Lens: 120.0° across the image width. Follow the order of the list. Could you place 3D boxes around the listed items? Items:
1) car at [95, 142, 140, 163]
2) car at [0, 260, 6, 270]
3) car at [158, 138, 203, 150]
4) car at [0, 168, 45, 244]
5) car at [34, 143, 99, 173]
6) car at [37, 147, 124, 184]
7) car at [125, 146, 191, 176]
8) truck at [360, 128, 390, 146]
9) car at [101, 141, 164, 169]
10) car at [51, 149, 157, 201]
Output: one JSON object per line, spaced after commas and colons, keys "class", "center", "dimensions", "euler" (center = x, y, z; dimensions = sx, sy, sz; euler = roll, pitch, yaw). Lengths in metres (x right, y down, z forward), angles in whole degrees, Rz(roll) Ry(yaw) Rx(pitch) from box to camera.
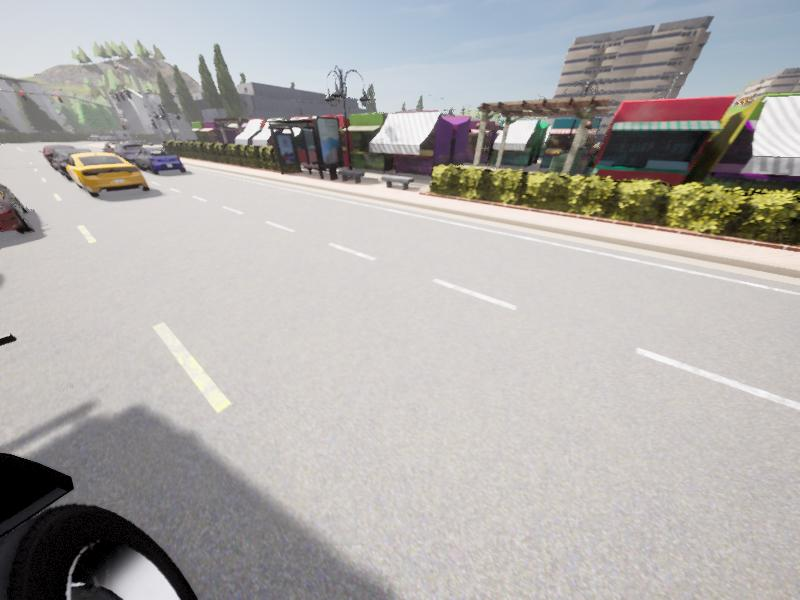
{"class": "car", "center": [-26.782, -14.051, 21.917], "dimensions": [3.633, 1.501, 1.845], "euler": [25, 42, 31]}
{"class": "car", "center": [-7.046, 0.160, 2.193], "dimensions": [1.801, 1.575, 5.366], "euler": [-25, 43, -33]}
{"class": "car", "center": [-37.149, -26.566, 39.295], "dimensions": [2.152, 1.651, 5.027], "euler": [25, 42, 31]}
{"class": "car", "center": [-11.944, -2.616, 6.094], "dimensions": [4.792, 1.488, 2.163], "euler": [23, 41, 28]}
{"class": "car", "center": [-24.662, -10.574, 17.048], "dimensions": [5.008, 1.535, 1.882], "euler": [23, 41, 28]}
{"class": "car", "center": [-19.120, -8.192, 13.831], "dimensions": [4.792, 1.488, 2.163], "euler": [23, 41, 28]}
{"class": "car", "center": [-16.676, -9.640, 15.915], "dimensions": [4.193, 1.474, 1.816], "euler": [23, 41, 28]}
{"class": "truck", "center": [-6.478, -43.715, 62.032], "dimensions": [2.891, 3.827, 8.468], "euler": [24, 42, 29]}
{"class": "car", "center": [-21.965, -11.962, 18.968], "dimensions": [4.856, 1.649, 2.033], "euler": [23, 41, 28]}
{"class": "car", "center": [-13.661, -5.905, 10.649], "dimensions": [5.008, 1.535, 1.882], "euler": [23, 41, 28]}
